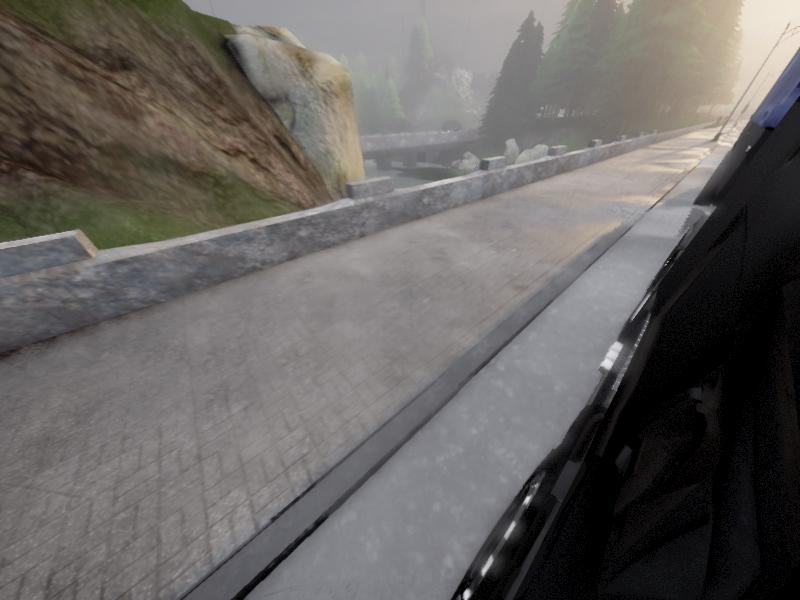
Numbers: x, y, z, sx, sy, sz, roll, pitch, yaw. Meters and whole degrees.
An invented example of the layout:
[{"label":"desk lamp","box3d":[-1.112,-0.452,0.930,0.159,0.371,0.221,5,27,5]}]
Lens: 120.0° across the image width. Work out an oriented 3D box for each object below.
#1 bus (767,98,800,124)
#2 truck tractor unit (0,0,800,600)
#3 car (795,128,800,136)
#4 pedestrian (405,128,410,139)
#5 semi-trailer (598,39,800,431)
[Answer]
[{"label":"bus","box3d":[86.946,-41.939,51.337,10.273,4.253,3.944,-28,44,-30]},{"label":"truck tractor unit","box3d":[2.645,-0.295,0.351,6.516,4.208,3.053,-28,44,-30]},{"label":"car","box3d":[46.281,-19.182,25.438,4.974,1.542,2.038,-28,44,-30]},{"label":"pedestrian","box3d":[1.573,-36.592,50.793,0.751,1.860,0.751,-28,44,-30]},{"label":"semi-trailer","box3d":[8.680,-3.601,4.270,14.254,4.402,2.717,-28,44,-30]}]
